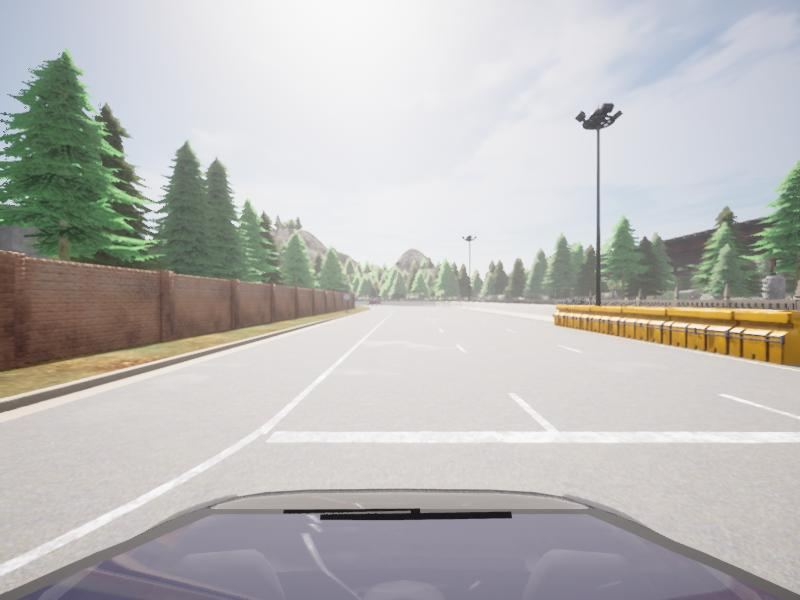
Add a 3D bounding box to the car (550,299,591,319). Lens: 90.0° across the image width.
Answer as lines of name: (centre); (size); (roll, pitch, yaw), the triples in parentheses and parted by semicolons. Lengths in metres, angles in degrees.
car: (14.592, 0.760, 34.496); (1.851, 1.617, 3.988); (0, 0, 1)
